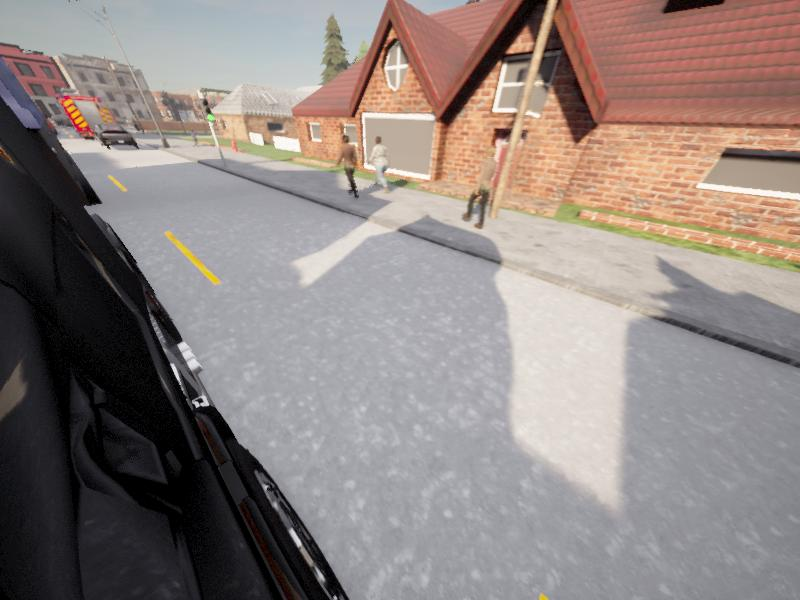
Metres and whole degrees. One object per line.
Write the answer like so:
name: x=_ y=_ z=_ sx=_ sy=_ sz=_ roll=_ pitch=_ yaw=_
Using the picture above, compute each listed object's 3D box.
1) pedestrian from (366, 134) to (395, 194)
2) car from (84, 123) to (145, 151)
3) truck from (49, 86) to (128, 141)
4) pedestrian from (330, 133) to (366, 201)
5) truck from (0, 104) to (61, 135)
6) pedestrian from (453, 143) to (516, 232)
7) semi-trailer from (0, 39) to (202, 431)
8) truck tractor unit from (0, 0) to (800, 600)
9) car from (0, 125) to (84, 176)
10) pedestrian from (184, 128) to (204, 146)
pedestrian: x=-0.738 y=-5.143 z=8.766 sx=0.751 sy=1.860 sz=0.751 roll=-25 pitch=45 yaw=-33
car: x=-22.652 y=-12.968 z=18.290 sx=4.902 sy=1.511 sz=2.128 roll=28 pitch=43 yaw=30
truck: x=-31.937 y=-18.881 z=23.662 sx=8.468 sy=3.827 sz=2.891 roll=28 pitch=43 yaw=30
pedestrian: x=-1.692 y=-4.404 z=7.707 sx=0.751 sy=1.860 sz=0.751 roll=-25 pitch=45 yaw=-32
truck: x=-40.843 y=-19.953 z=25.630 sx=5.204 sy=2.467 sz=2.627 roll=28 pitch=43 yaw=30
pedestrian: x=2.026 y=-2.781 z=5.779 sx=0.751 sy=1.860 sz=0.751 roll=-11 pitch=39 yaw=-19
semi-trailer: x=-8.710 y=-3.598 z=4.215 sx=14.254 sy=4.402 sz=2.717 roll=28 pitch=43 yaw=30
truck tractor unit: x=-2.645 y=-0.295 z=0.351 sx=6.516 sy=4.208 sz=3.053 roll=28 pitch=44 yaw=30
car: x=-17.481 y=-6.999 z=10.622 sx=4.902 sy=1.511 sz=2.128 roll=21 pitch=40 yaw=23
pedestrian: x=-18.550 y=-14.653 z=20.798 sx=0.751 sy=1.300 sz=0.751 roll=-9 pitch=38 yaw=-16
